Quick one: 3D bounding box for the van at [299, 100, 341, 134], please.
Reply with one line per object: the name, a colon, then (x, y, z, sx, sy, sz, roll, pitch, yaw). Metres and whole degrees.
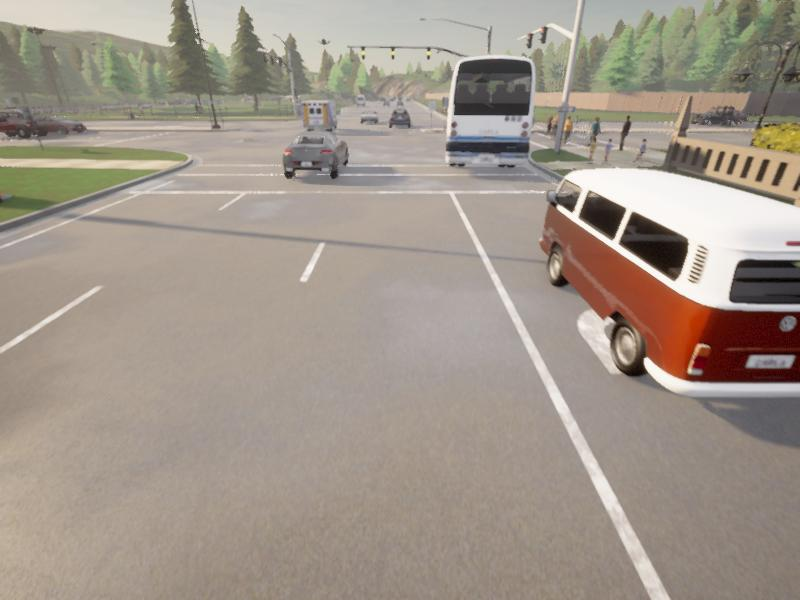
van: (-6.986, -16.455, 35.791, 2.351, 2.431, 6.366, 0, 27, 0)

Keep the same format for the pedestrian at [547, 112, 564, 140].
pedestrian: (11.204, -12.561, 28.872, 0.751, 1.860, 0.751, 3, 27, 5)

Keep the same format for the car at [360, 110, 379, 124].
car: (-3.485, -21.295, 46.416, 1.895, 1.301, 4.718, 0, 27, 0)

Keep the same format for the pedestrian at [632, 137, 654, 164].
pedestrian: (11.040, -6.798, 18.199, 0.500, 1.100, 0.500, 6, 28, 12)

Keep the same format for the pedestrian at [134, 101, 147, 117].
pedestrian: (-34.921, -25.704, 53.851, 0.751, 1.860, 0.751, 2, 27, 4)

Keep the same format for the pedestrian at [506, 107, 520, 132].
pedestrian: (9.669, -15.486, 34.322, 0.751, 1.860, 0.751, 2, 27, 3)

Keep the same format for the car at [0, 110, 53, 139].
car: (-28.781, -13.043, 29.689, 3.866, 1.878, 1.905, 0, 27, 1)

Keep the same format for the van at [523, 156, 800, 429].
van: (3.500, -0.630, 5.580, 2.069, 2.038, 4.480, 0, 27, 0)

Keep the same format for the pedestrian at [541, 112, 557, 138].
pedestrian: (11.701, -13.743, 31.395, 0.751, 1.860, 0.751, 2, 27, 3)

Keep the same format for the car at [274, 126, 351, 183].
car: (-3.496, -6.361, 17.121, 2.152, 1.651, 5.027, 0, 27, 0)

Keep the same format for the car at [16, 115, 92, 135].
car: (-28.385, -14.414, 32.917, 4.181, 1.385, 1.994, 0, 27, 1)

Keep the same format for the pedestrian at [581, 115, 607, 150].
pedestrian: (11.627, -10.031, 23.971, 0.751, 1.860, 0.751, -7, 28, -13)

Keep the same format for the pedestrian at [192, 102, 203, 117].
pedestrian: (-26.902, -25.339, 53.171, 0.751, 1.860, 0.751, 2, 27, 4)

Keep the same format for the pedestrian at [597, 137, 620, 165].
pedestrian: (9.361, -6.706, 18.016, 0.500, 1.100, 0.500, -6, 28, -12)

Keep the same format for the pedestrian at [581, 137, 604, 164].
pedestrian: (8.751, -6.801, 18.197, 0.500, 1.100, 0.500, -8, 28, -15)

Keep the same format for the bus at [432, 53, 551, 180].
bus: (3.879, -9.059, 19.507, 3.944, 4.253, 10.273, 3, 27, 6)

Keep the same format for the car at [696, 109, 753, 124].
car: (36.960, -20.918, 45.661, 4.674, 1.442, 1.812, 0, 27, 1)

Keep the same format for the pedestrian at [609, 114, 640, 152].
pedestrian: (12.336, -9.194, 22.020, 0.751, 1.860, 0.751, -13, 30, -24)

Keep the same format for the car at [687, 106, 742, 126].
car: (33.298, -19.535, 42.481, 3.866, 1.878, 1.905, 0, 27, 1)

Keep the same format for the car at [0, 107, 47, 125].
car: (-41.773, -19.894, 43.193, 5.238, 1.638, 1.930, 0, 27, 1)

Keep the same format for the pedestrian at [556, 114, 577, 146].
pedestrian: (10.751, -10.983, 25.812, 0.751, 1.860, 0.751, 2, 27, 4)

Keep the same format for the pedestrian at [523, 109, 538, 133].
pedestrian: (11.152, -15.278, 34.138, 0.751, 1.860, 0.751, -1, 27, -3)

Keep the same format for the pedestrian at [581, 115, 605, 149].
pedestrian: (11.816, -10.325, 24.582, 0.751, 1.860, 0.751, 1, 27, 2)

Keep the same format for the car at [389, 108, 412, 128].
car: (0.012, -18.987, 41.547, 2.242, 1.667, 4.611, 0, 27, 0)

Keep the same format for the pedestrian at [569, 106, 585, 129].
pedestrian: (16.137, -16.658, 36.496, 0.751, 1.860, 0.751, -6, 28, -11)
